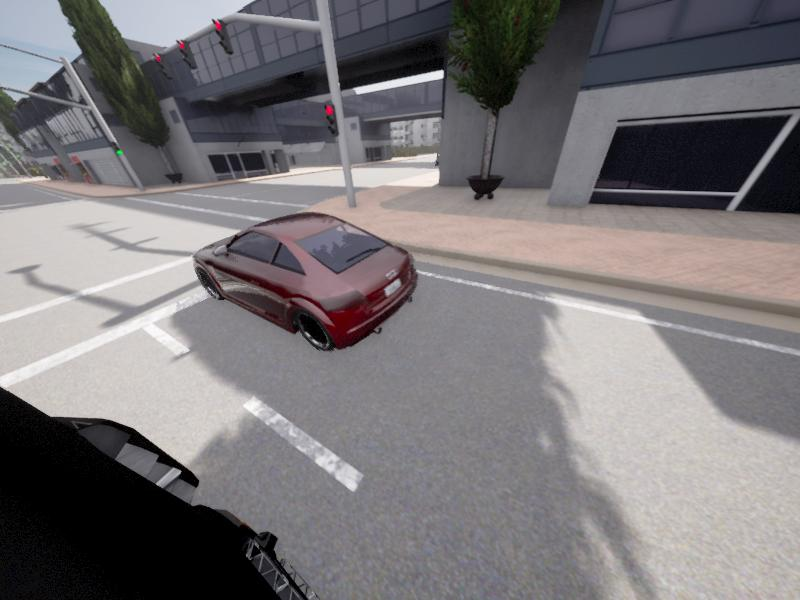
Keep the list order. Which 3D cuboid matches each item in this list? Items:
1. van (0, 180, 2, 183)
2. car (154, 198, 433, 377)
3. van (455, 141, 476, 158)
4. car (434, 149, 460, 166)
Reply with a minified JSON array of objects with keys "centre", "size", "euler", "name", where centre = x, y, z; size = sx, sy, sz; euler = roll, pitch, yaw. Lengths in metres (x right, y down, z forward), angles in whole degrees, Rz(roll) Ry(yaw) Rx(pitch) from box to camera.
[{"centre":[-78.313,-23.354,43.910],"size":[4.442,1.987,1.775],"euler":[17,38,27],"name":"van"},{"centre":[-1.787,-0.712,3.965],"size":[4.181,1.385,1.994],"euler":[17,38,28],"name":"car"},{"centre":[12.524,-28.803,44.164],"size":[1.988,2.561,5.915],"euler":[16,38,26],"name":"van"},{"centre":[6.077,-18.242,29.585],"size":[1.851,1.617,3.988],"euler":[16,38,26],"name":"car"}]
